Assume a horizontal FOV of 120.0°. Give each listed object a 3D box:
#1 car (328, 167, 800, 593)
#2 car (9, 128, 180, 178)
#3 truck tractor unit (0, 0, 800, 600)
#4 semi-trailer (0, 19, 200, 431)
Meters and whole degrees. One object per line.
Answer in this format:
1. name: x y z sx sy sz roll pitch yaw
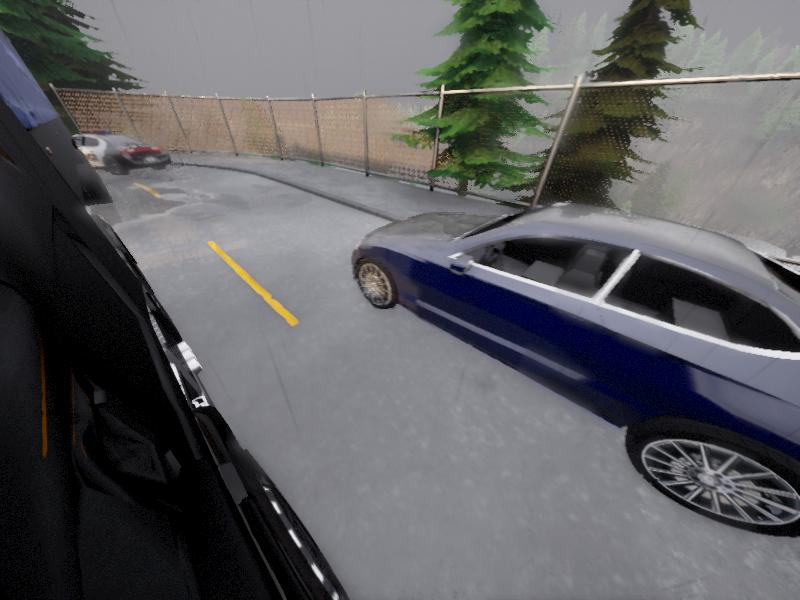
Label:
1. car: 1.653 -0.214 2.706 5.027 1.651 2.152 30 45 31
2. car: -13.530 -6.754 10.497 4.974 1.542 2.038 8 38 7
3. truck tractor unit: -2.645 -0.295 0.351 6.516 4.208 3.053 28 44 30
4. semi-trailer: -8.588 -3.683 4.325 14.254 4.402 2.717 30 44 31
